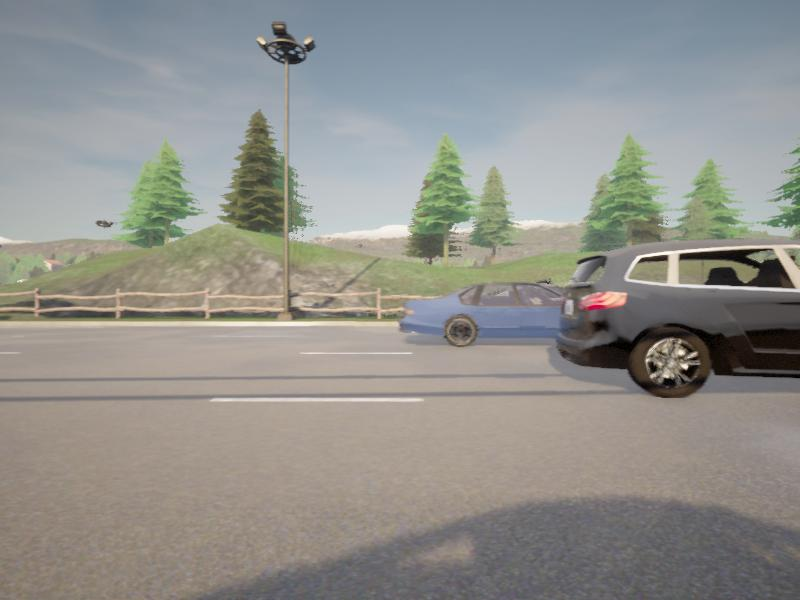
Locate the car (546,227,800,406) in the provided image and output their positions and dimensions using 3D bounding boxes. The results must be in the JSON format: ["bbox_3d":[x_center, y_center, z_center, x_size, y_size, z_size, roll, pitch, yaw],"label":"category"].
[{"bbox_3d":[4.328,0.155,4.735,4.611,1.667,2.242,0,0,11],"label":"car"}]

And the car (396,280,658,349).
[{"bbox_3d":[2.601,0.294,9.205,5.357,1.411,2.033,0,0,0],"label":"car"}]

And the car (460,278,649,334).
[{"bbox_3d":[4.684,0.171,12.702,5.238,1.638,1.930,0,0,0],"label":"car"}]

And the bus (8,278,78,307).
[{"bbox_3d":[-55.293,-1.145,61.912,10.273,4.253,3.944,0,0,22],"label":"bus"}]
